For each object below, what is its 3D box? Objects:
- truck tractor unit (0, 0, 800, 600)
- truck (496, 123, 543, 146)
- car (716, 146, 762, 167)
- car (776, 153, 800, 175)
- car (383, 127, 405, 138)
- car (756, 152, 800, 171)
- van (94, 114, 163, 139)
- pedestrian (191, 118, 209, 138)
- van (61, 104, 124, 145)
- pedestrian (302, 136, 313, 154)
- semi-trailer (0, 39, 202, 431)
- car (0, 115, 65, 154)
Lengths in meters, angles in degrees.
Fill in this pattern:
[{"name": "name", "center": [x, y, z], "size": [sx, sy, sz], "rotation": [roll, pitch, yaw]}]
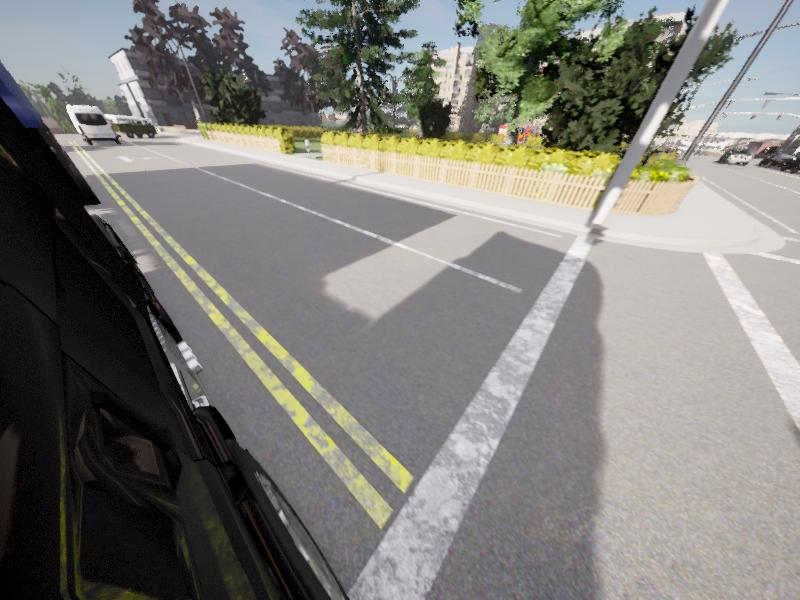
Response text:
[{"name": "truck tractor unit", "center": [-2.645, -0.295, 0.352], "size": [6.516, 4.208, 3.053], "rotation": [28, 44, 30]}, {"name": "truck", "center": [27.403, -38.406, 53.498], "size": [8.468, 3.827, 2.891], "rotation": [30, 44, 31]}, {"name": "car", "center": [41.717, -17.833, 28.582], "size": [1.932, 1.855, 4.605], "rotation": [29, 45, 30]}, {"name": "car", "center": [40.052, -13.370, 22.752], "size": [1.851, 1.617, 3.988], "rotation": [28, 44, 30]}, {"name": "car", "center": [-1.348, -40.572, 56.007], "size": [2.150, 2.045, 5.566], "rotation": [28, 43, 30]}, {"name": "car", "center": [44.277, -16.183, 26.915], "size": [1.812, 1.442, 4.674], "rotation": [28, 44, 30]}, {"name": "van", "center": [-30.543, -19.650, 26.285], "size": [2.069, 2.038, 4.480], "rotation": [4, 36, 2]}, {"name": "pedestrian", "center": [-24.740, -21.288, 28.623], "size": [0.751, 1.860, 0.751], "rotation": [8, 37, 7]}, {"name": "van", "center": [-26.839, -15.236, 20.133], "size": [5.915, 2.561, 1.988], "rotation": [28, 44, 30]}, {"name": "pedestrian", "center": [-7.044, -11.842, 17.624], "size": [0.500, 1.100, 0.500], "rotation": [-7, 38, -13]}, {"name": "semi-trailer", "center": [-8.723, -3.592, 4.198], "size": [14.254, 4.402, 2.717], "rotation": [28, 44, 29]}, {"name": "car", "center": [-24.352, -10.864, 15.081], "size": [4.553, 1.767, 2.097], "rotation": [28, 44, 30]}]
